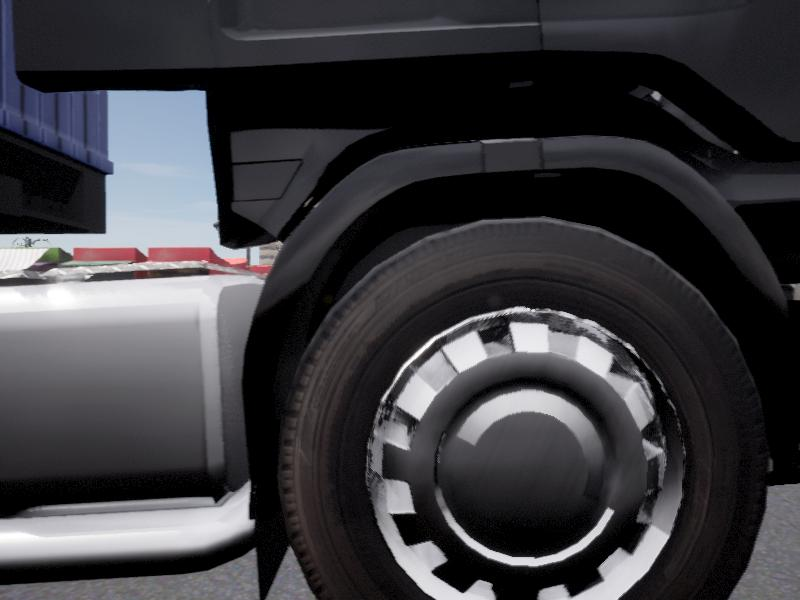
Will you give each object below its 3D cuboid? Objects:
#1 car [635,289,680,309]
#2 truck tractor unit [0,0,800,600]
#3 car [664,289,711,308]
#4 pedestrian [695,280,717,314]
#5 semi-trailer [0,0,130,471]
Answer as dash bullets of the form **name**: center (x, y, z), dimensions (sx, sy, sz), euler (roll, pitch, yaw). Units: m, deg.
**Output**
- **car**: center (25.461, -0.133, 39.692), dimensions (1.905, 1.878, 3.866), euler (0, 0, 0)
- **truck tractor unit**: center (-1.590, -1.111, 2.172), dimensions (6.516, 4.208, 3.053), euler (-1, 0, 0)
- **car**: center (28.402, -0.137, 39.704), dimensions (1.905, 1.878, 3.866), euler (0, 0, 0)
- **pedestrian**: center (16.971, -0.161, 22.204), dimensions (0.751, 1.860, 0.751), euler (0, 0, 12)
- **semi-trailer**: center (-9.498, -1.186, 2.129), dimensions (14.254, 4.402, 2.717), euler (0, 0, 0)
